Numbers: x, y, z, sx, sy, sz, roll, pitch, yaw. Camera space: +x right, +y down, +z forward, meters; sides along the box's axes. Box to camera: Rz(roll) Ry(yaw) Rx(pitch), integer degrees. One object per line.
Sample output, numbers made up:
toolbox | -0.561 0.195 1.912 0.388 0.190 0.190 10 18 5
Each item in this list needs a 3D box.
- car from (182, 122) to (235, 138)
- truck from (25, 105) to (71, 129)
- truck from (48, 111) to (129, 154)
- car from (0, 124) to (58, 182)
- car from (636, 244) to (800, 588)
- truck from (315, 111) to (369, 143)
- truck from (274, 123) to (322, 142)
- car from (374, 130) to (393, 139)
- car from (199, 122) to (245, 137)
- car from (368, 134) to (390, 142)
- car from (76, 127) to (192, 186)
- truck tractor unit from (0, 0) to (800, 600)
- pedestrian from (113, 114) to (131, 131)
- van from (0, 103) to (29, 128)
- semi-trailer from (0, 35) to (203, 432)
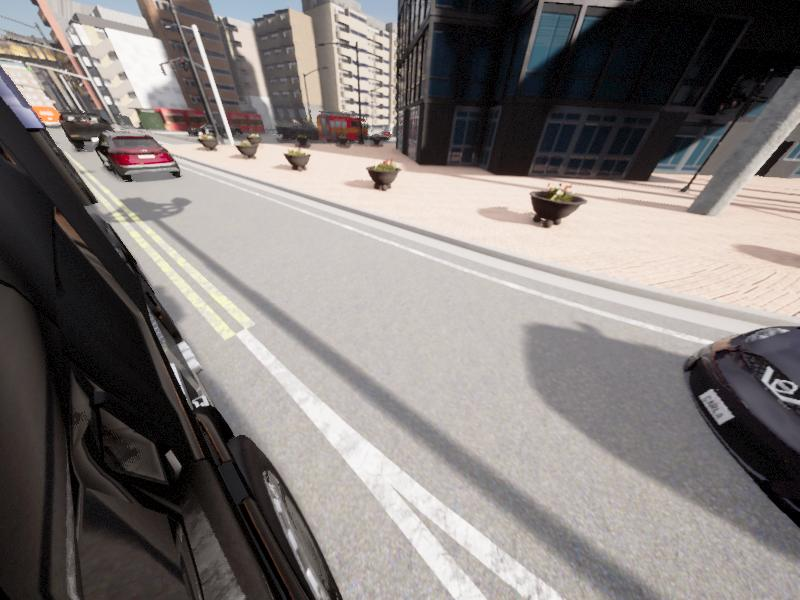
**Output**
car | -27.090 -24.203 32.914 1.930 1.638 5.238 26 42 28
truck | -52.219 -27.152 34.283 5.204 2.467 2.627 27 43 28
truck | -21.920 -11.974 16.417 6.274 2.098 2.390 31 45 32
car | -16.452 -6.131 9.444 4.974 1.542 2.038 27 43 28
car | 4.337 1.073 1.256 3.633 1.501 1.845 15 39 15
truck | -9.062 -28.011 37.729 2.891 3.827 8.468 26 42 28
truck | -15.587 -25.991 35.885 2.390 2.098 6.274 26 42 28
car | -4.181 -42.447 59.332 2.033 1.649 4.856 26 42 28
car | -27.963 -26.955 36.575 1.930 1.638 5.238 26 42 28
car | -4.339 -33.879 48.282 1.895 1.301 4.718 26 42 28
car | -11.514 -6.345 9.988 4.856 1.649 2.033 27 43 28
truck tractor unit | -2.645 -0.295 0.351 6.516 4.208 3.053 28 44 30
pedestrian | -38.490 -24.526 31.980 0.751 1.860 0.751 30 45 31
van | -53.193 -25.006 31.285 5.915 2.561 1.988 27 43 28
semi-trailer | -8.752 -3.577 4.160 14.254 4.402 2.717 28 43 29
